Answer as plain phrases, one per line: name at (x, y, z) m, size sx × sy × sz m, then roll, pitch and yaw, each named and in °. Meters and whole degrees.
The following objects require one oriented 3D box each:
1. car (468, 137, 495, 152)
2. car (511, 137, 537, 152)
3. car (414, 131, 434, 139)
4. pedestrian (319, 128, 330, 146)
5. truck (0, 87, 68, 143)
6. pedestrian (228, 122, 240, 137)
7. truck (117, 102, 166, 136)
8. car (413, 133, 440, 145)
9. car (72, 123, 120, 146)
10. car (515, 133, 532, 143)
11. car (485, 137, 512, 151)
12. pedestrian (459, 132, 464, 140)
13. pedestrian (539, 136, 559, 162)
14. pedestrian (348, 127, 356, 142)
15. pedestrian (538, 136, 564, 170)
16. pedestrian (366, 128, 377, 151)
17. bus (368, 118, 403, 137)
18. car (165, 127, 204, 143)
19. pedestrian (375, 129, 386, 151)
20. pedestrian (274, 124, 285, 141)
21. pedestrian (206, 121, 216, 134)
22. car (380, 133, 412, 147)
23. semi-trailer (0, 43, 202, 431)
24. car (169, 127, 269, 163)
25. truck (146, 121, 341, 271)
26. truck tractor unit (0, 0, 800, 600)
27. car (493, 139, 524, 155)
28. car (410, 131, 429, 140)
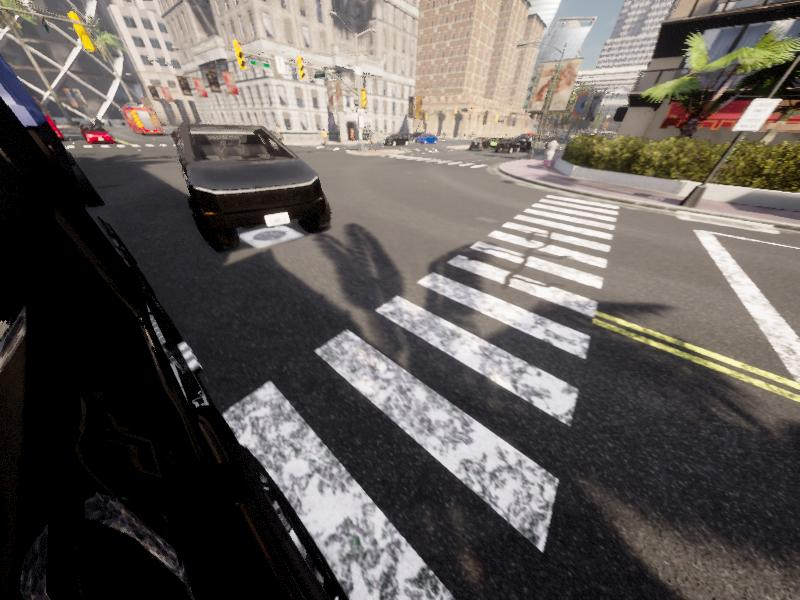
car at (10.866, -20.799, 30.823) m, size 1.789 × 1.549 × 3.705 m, roll 27°, pitch 44°, yaw 30°
car at (17.925, -22.465, 33.390) m, size 1.851 × 1.617 × 3.988 m, roll 27°, pitch 43°, yaw 30°
car at (6.530, -44.989, 63.009) m, size 5.238 × 1.638 × 1.930 m, roll 27°, pitch 43°, yaw 29°
pedestrian at (-9.674, -20.972, 29.671) m, size 0.751 × 1.860 × 0.751 m, roll 32°, pitch 46°, yaw 34°
truck at (-36.756, -18.112, 22.794) m, size 8.468 × 3.827 × 2.891 m, roll 28°, pitch 44°, yaw 30°
pedestrian at (-26.246, -26.915, 36.521) m, size 0.751 × 1.860 × 0.751 m, roll 27°, pitch 43°, yaw 29°
truck at (-41.014, -28.616, 36.674) m, size 8.468 × 3.827 × 2.891 m, roll 29°, pitch 44°, yaw 31°
car at (4.544, -27.165, 39.052) m, size 1.882 × 1.535 × 5.008 m, roll 27°, pitch 43°, yaw 30°
car at (-29.093, -15.866, 22.108) m, size 4.514 × 1.525 × 2.007 m, roll 28°, pitch 44°, yaw 30°
car at (34.328, -44.893, 64.018) m, size 2.150 × 2.045 × 5.566 m, roll 27°, pitch 43°, yaw 30°
car at (14.793, -23.539, 34.734) m, size 2.007 × 1.525 × 4.514 m, roll 27°, pitch 43°, yaw 30°
pedestrian at (16.830, -45.054, 63.417) m, size 0.751 × 1.860 × 0.751 m, roll 24°, pitch 42°, yaw 27°
pedestrian at (13.058, -13.258, 20.260) m, size 0.751 × 1.860 × 0.751 m, roll 25°, pitch 42°, yaw 27°
pedestrian at (-7.443, -25.841, 36.074) m, size 0.751 × 1.860 × 0.751 m, roll 25°, pitch 42°, yaw 27°
pedestrian at (10.210, -9.997, 15.729) m, size 0.751 × 1.860 × 0.751 m, roll 11°, pitch 38°, yaw 12°
pedestrian at (-2.928, -16.535, 23.828) m, size 0.751 × 1.860 × 0.751 m, roll 28°, pitch 44°, yaw 30°
bus at (-4.415, -51.785, 69.378) m, size 10.273 × 4.253 × 3.944 m, roll 27°, pitch 43°, yaw 30°
car at (-25.420, -19.465, 27.266) m, size 4.181 × 1.385 × 1.994 m, roll 25°, pitch 43°, yaw 28°
pedestrian at (-1.949, -16.334, 23.609) m, size 0.751 × 1.860 × 0.751 m, roll 29°, pitch 44°, yaw 31°
pedestrian at (-16.586, -22.982, 31.750) m, size 0.751 × 1.860 × 0.751 m, roll -23°, pitch 44°, yaw -30°
pedestrian at (-35.467, -32.374, 43.365) m, size 0.751 × 1.860 × 0.751 m, roll 28°, pitch 44°, yaw 30°
car at (-0.507, -23.619, 34.058) m, size 1.837 × 1.490 × 4.892 m, roll 27°, pitch 43°, yaw 30°
semi-trailer at (-8.706, -3.575, 4.255) m, size 14.254 × 4.402 × 2.717 m, roll 28°, pitch 44°, yaw 30°
car at (-11.837, -10.409, 15.466) m, size 4.553 × 1.767 × 2.097 m, roll 4°, pitch 37°, yaw 2°
truck at (-4.237, -3.311, 6.081) m, size 2.390 × 2.098 × 6.274 m, roll -25°, pitch 44°, yaw -31°
truck tractor unit at (-2.645, -0.295, 0.351) m, size 6.516 × 4.208 × 3.053 m, roll 28°, pitch 44°, yaw 30°
car at (13.874, -19.592, 29.412) m, size 1.837 × 1.490 × 4.892 m, roll 27°, pitch 43°, yaw 30°
car at (5.065, -42.998, 60.353) m, size 4.514 × 1.525 × 2.007 m, roll 27°, pitch 43°, yaw 30°
